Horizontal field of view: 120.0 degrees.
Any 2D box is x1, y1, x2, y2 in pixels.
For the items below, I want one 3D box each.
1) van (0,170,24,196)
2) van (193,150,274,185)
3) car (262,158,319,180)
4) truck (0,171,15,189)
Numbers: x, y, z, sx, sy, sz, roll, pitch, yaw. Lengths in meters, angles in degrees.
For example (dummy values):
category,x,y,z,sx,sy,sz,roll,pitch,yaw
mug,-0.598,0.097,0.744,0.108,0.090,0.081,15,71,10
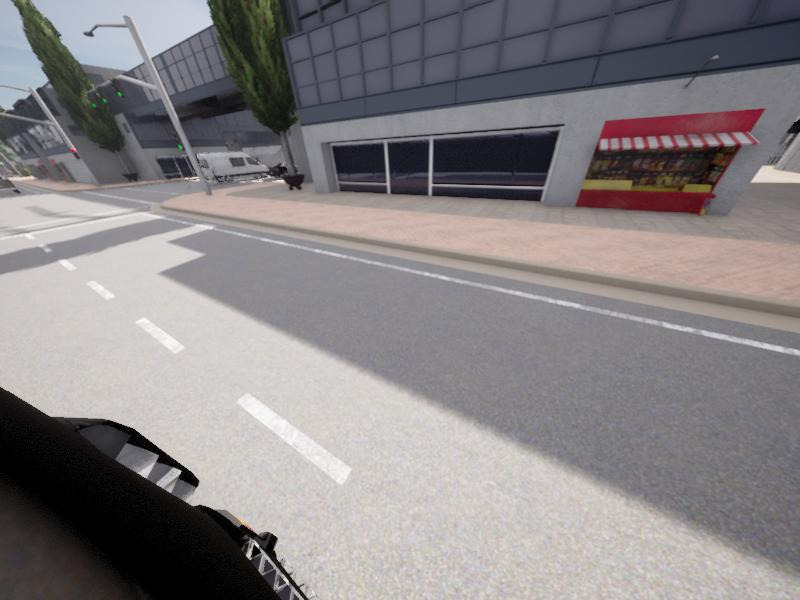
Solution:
category,x,y,z,sx,sy,sz,roll,pitch,yaw
van,-41.500,-12.009,23.697,4.480,2.038,2.069,17,38,27
van,-16.539,-13.515,23.463,1.988,2.561,5.915,16,38,26
car,-11.572,-14.183,24.877,1.930,1.638,5.238,16,38,26
truck,-57.016,-16.922,30.773,8.468,3.827,2.891,11,36,21
